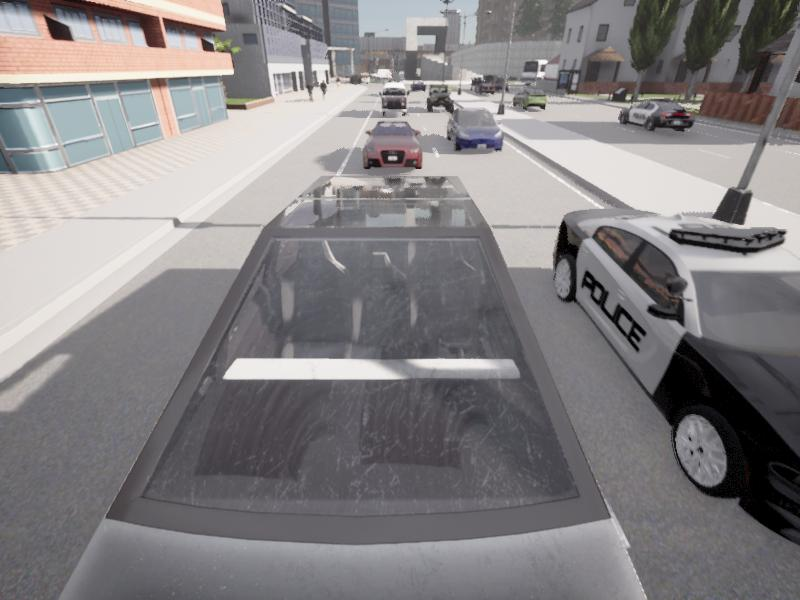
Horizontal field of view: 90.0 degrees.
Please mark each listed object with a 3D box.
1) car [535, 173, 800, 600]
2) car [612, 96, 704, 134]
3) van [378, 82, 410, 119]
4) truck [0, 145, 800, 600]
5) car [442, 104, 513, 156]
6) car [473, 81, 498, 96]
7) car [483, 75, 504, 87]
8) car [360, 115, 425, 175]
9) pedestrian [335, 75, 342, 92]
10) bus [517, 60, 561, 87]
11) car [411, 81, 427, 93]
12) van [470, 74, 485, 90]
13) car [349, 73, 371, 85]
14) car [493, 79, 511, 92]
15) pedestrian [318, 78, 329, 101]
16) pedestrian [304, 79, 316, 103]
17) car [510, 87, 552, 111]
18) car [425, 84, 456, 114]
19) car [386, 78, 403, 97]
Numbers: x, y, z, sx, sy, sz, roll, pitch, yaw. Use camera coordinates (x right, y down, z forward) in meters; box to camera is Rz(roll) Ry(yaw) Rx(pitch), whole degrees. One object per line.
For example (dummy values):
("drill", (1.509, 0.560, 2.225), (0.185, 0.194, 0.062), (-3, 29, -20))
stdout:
("car", (3.359, 0.064, 4.341), (1.930, 1.638, 5.238), (0, 30, -1))
("car", (14.648, -10.787, 23.181), (2.038, 1.542, 4.974), (0, 30, -1))
("van", (-0.413, -14.194, 28.349), (2.069, 2.038, 4.480), (0, 30, -1))
("truck", (-0.162, 0.188, 3.678), (2.390, 2.098, 6.274), (0, 30, 0))
("car", (3.208, -7.604, 17.647), (2.163, 1.488, 4.792), (0, 30, -1))
("car", (10.870, -27.090, 51.233), (2.033, 1.411, 5.357), (0, 30, 0))
("car", (17.213, -40.379, 73.610), (1.905, 1.878, 3.866), (22, 37, 33))
("car", (-0.258, -5.707, 14.465), (1.994, 1.385, 4.181), (0, 30, -1))
("pedestrian", (-8.069, -28.377, 52.393), (0.751, 1.860, 0.751), (-1, 30, -2))
("bus", (27.102, -44.060, 77.672), (3.944, 4.253, 10.273), (21, 36, 32))
("car", (2.620, -29.961, 56.158), (1.895, 1.301, 4.718), (-1, 30, -2))
("van", (12.208, -34.288, 62.949), (2.069, 2.038, 4.480), (6, 31, 9))
("car", (-7.677, -41.988, 76.087), (1.932, 1.855, 4.605), (-21, 36, -32))
("car", (14.716, -31.104, 58.026), (1.845, 1.501, 3.633), (3, 30, 4))
("pedestrian", (-7.297, -20.103, 38.231), (0.751, 1.860, 0.751), (1, 30, 1))
("pedestrian", (-7.965, -18.497, 35.452), (0.751, 1.860, 0.751), (-2, 30, -4))
("car", (11.025, -17.101, 33.974), (2.007, 1.525, 4.514), (0, 30, -1))
("car", (3.059, -15.675, 31.076), (1.905, 1.878, 3.866), (0, 30, -1))
("car", (-0.649, -25.050, 47.123), (1.932, 1.855, 4.605), (0, 30, -1))
